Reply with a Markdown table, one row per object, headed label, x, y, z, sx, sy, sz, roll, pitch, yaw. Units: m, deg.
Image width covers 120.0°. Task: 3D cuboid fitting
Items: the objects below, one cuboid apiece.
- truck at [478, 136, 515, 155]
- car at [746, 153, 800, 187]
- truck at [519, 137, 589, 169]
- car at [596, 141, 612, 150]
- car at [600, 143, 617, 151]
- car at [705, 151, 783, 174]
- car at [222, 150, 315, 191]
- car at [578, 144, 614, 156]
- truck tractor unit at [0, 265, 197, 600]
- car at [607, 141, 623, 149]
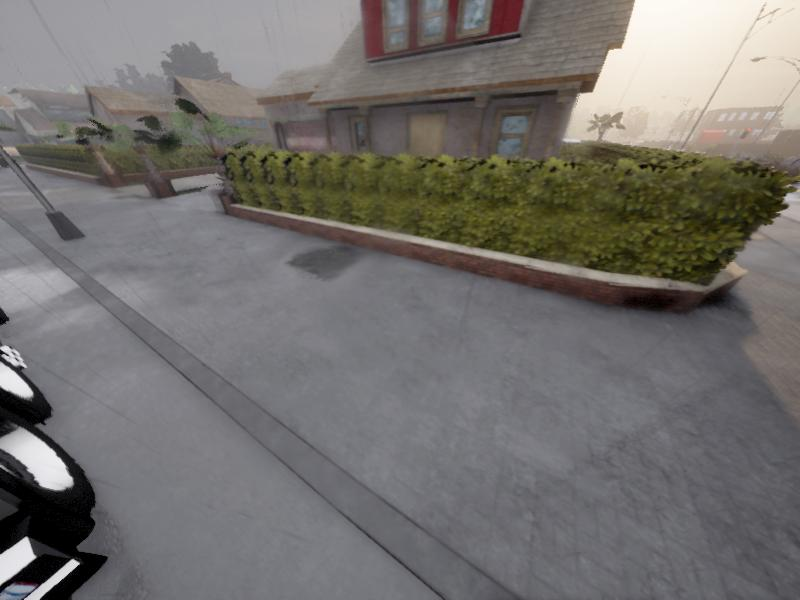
| label | x | y | z | sx | sy | sz | roll | pitch | yaw |
| --- | --- | --- | --- | --- | --- | --- | --- | --- | --- |
| truck | 17.223 | -27.664 | 41.363 | 5.204 | 2.467 | 2.627 | 21 | 40 | 23 |
| car | 24.504 | -7.897 | 13.906 | 2.033 | 1.411 | 5.357 | 18 | 39 | 24 |
| truck | 13.289 | -12.938 | 20.204 | 4.478 | 2.038 | 2.069 | 20 | 40 | 23 |
| car | 50.041 | -38.034 | 56.758 | 1.930 | 1.638 | 5.238 | 18 | 39 | 24 |
| car | 46.171 | -34.083 | 51.335 | 1.994 | 1.385 | 4.181 | 18 | 39 | 24 |
| car | 27.860 | -11.382 | 18.969 | 1.895 | 1.301 | 4.718 | 19 | 39 | 25 |
| car | -6.601 | -6.897 | 12.094 | 1.845 | 1.501 | 3.633 | 16 | 38 | 22 |
| car | 30.372 | -23.361 | 35.937 | 3.705 | 1.549 | 1.789 | 11 | 37 | 16 |
| truck tractor unit | -5.112 | -0.300 | 0.781 | 6.516 | 4.208 | 3.053 | 18 | 39 | 24 |
| car | 60.382 | -43.623 | 64.957 | 2.152 | 1.651 | 5.027 | 18 | 39 | 24 |
